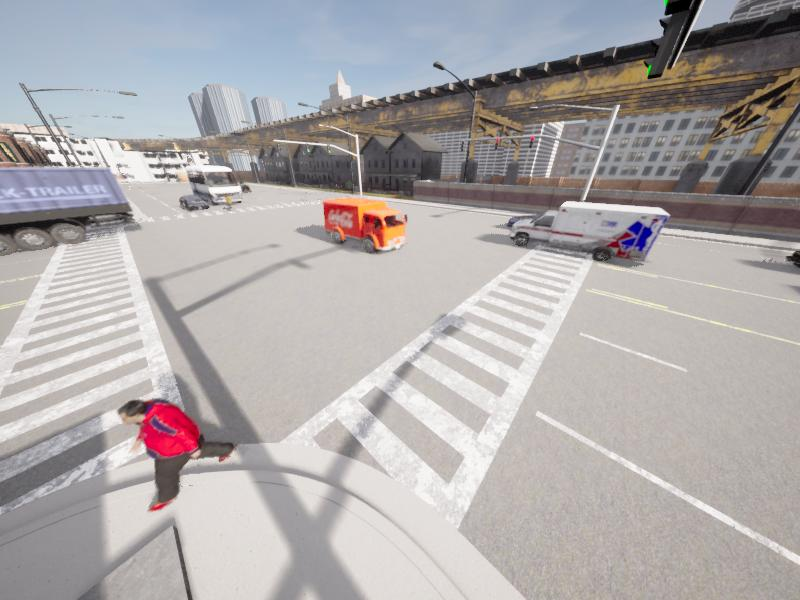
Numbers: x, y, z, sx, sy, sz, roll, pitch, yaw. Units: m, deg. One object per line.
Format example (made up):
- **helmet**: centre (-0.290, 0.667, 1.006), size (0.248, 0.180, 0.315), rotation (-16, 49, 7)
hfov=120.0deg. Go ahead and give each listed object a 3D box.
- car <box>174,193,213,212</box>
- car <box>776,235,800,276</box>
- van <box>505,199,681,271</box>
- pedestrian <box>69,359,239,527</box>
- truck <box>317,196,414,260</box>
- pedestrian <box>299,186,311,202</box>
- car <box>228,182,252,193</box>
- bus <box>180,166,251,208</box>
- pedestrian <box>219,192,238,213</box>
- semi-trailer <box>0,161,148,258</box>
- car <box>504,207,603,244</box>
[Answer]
- **car**: centre (-23.366, -11.051, 26.049), size (5.357, 1.411, 2.033), rotation (24, 38, 35)
- **car**: centre (20.122, -1.196, 8.980), size (5.357, 1.411, 2.033), rotation (24, 38, 35)
- **van**: centre (9.590, -3.805, 12.465), size (6.366, 2.431, 2.351), rotation (22, 36, 33)
- **pedestrian**: centre (-2.930, 1.822, 2.934), size (0.751, 1.860, 0.751), rotation (22, 37, 34)
- **truck**: centre (-2.072, -4.453, 13.545), size (5.204, 2.467, 2.627), rotation (24, 38, 35)
- **pedestrian**: centre (-12.735, -14.211, 31.007), size (0.751, 1.860, 0.751), rotation (19, 35, 29)
- **car**: centre (-29.770, -20.983, 43.005), size (5.238, 1.638, 1.930), rotation (24, 38, 35)
- **bus**: centre (-24.174, -15.061, 30.136), size (10.273, 4.253, 3.944), rotation (24, 38, 35)
- **pedestrian**: centre (-17.436, -9.921, 23.578), size (0.751, 1.860, 0.751), rotation (9, 31, 16)
- **semi-trailer**: centre (-22.815, -3.939, 10.696), size (2.717, 4.402, 14.254), rotation (16, 34, 25)
- **car**: centre (10.574, -5.411, 16.280), size (5.357, 1.411, 2.033), rotation (24, 38, 35)
